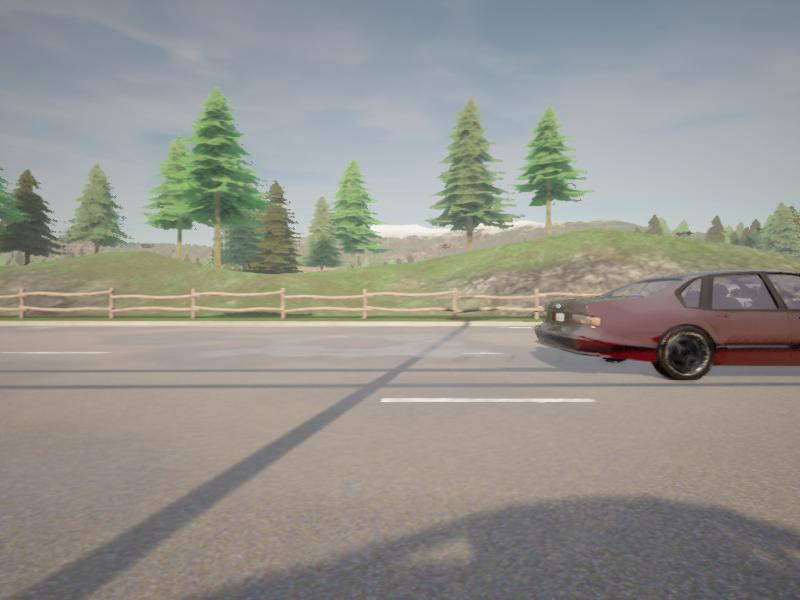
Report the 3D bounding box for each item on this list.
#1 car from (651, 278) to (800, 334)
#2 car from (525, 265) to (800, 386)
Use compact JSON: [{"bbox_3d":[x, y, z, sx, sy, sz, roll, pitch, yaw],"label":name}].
[{"bbox_3d":[11.190,0.180,12.701,5.238,1.638,1.930,0,0,0],"label":"car"},{"bbox_3d":[4.784,0.298,5.698,5.357,1.411,2.033,0,0,0],"label":"car"}]
